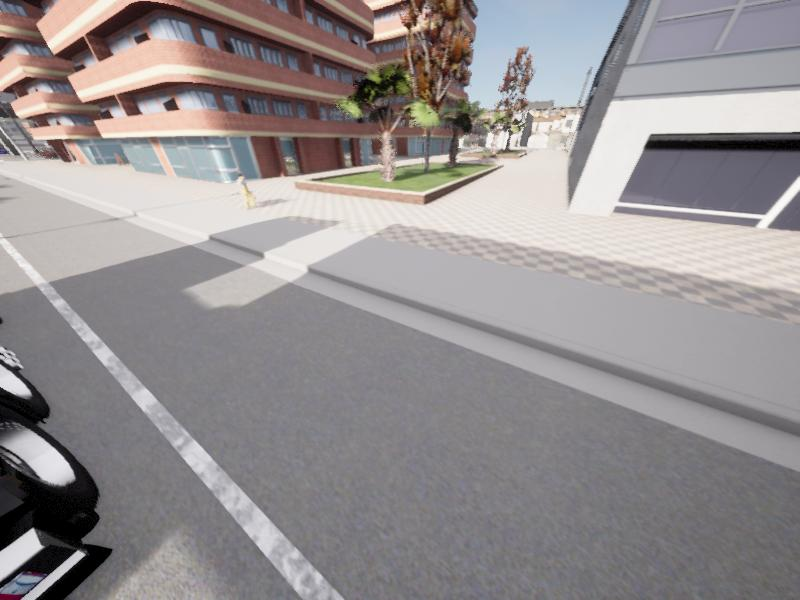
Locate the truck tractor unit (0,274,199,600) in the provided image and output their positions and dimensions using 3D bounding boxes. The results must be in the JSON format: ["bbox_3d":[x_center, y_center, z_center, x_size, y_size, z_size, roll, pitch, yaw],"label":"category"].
[{"bbox_3d":[-5.129,-0.281,0.761,6.516,4.208,3.053,17,39,23],"label":"truck tractor unit"}]

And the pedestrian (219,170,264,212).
[{"bbox_3d":[-5.771,-4.031,8.519,0.751,1.300,0.751,-1,34,-1],"label":"pedestrian"}]
